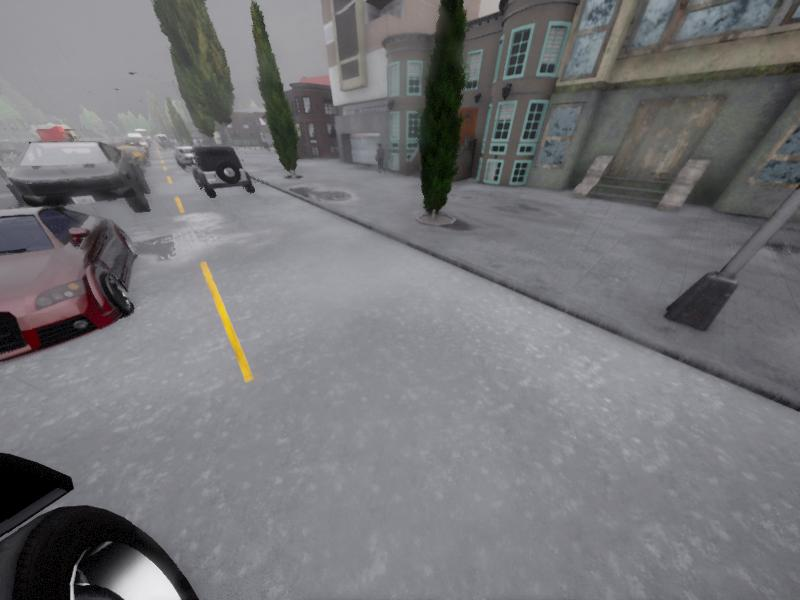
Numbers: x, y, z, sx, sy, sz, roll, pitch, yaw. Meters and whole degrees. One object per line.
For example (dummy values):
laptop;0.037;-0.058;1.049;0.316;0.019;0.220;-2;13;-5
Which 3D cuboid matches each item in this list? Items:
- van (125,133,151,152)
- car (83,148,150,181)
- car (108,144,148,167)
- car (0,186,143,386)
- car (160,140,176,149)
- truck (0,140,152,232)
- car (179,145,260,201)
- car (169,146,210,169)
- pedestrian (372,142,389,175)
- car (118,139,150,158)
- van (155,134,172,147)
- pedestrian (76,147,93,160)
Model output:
van;-46.734;-28.184;41.293;1.988;2.561;5.915;-27;43;-33
car;-18.844;-9.290;15.640;2.128;1.511;4.902;-27;43;-33
car;-25.949;-14.023;22.235;1.801;1.575;5.366;-27;43;-33
car;-5.725;-0.554;3.472;1.994;1.385;4.181;-26;43;-32
car;-48.634;-32.540;48.316;1.789;1.549;3.705;-27;43;-33
truck;-11.399;-4.604;8.537;2.390;2.098;6.274;-27;43;-33
car;-8.539;-6.138;10.897;1.905;1.878;3.866;-27;43;-33
car;-18.447;-12.523;20.236;1.970;1.475;3.806;-27;43;-33
pedestrian;-1.282;-9.556;15.585;0.751;1.860;0.751;-22;41;-28
car;-34.097;-19.537;29.734;1.932;1.855;4.605;-27;44;-33
van;-60.480;-40.798;59.058;1.988;2.561;5.915;-27;43;-33
pedestrian;-33.881;-15.743;24.827;0.500;1.100;0.500;-11;37;-15
